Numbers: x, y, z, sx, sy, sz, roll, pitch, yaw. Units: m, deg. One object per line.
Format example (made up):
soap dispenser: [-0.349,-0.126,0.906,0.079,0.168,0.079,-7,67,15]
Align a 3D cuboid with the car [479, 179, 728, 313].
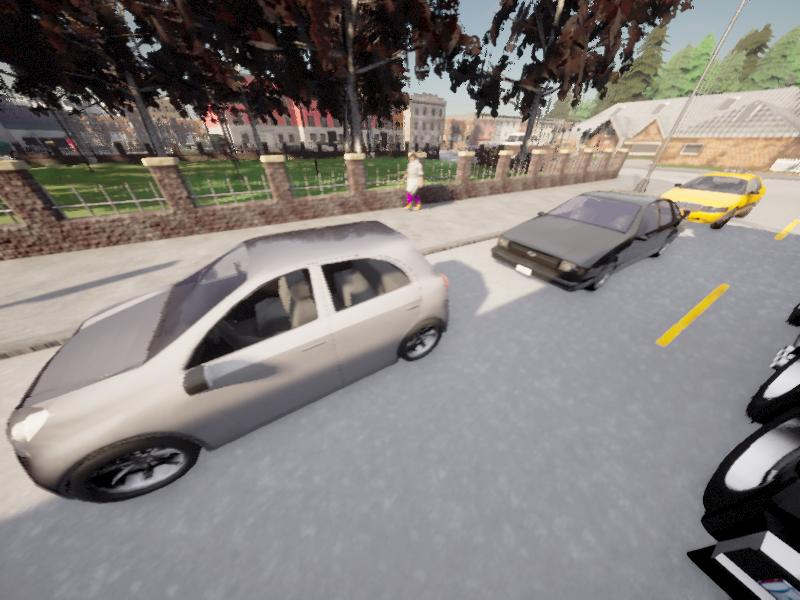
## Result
car: [4.605,-1.641,5.217,5.357,1.411,2.033,-18,39,-25]

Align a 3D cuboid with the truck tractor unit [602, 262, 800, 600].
truck tractor unit: [5.115,-0.293,0.797,6.516,4.208,3.053,-18,39,-25]

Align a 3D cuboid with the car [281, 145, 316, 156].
car: [-16.623,-24.602,37.953,4.892,1.490,1.837,-19,39,-25]

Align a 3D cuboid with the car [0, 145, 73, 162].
car: [-41.059,-16.665,26.273,3.806,1.475,1.970,-18,39,-24]

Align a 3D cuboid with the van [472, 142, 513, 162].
van: [12.091,-19.619,30.613,2.069,2.038,4.480,-18,39,-24]

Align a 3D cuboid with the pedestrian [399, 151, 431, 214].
pedestrian: [0.473,-4.084,8.054,0.751,1.860,0.751,-19,39,-25]

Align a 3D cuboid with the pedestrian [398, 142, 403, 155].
pedestrian: [0.108,-26.735,40.662,0.751,1.860,0.751,-4,35,-6]

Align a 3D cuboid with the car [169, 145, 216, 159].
car: [-28.679,-20.704,32.181,4.514,1.525,2.007,-18,39,-24]

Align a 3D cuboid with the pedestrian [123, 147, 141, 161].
pedestrian: [-30.799,-16.858,26.593,0.751,1.300,0.751,-18,39,-24]

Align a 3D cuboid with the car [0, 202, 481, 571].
car: [-1.261,0.132,2.480,3.633,1.501,1.845,-19,39,-26]

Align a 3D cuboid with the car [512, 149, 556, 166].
car: [15.190,-16.324,26.351,1.845,1.501,3.633,-18,39,-24]

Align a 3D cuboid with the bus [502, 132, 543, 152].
bus: [34.684,-44.751,65.483,10.273,4.253,3.944,-18,39,-24]

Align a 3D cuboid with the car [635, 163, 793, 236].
car: [11.039,-3.721,8.118,5.366,1.575,1.801,-18,39,-24]

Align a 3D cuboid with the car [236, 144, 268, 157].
car: [-22.452,-22.736,35.150,3.705,1.549,1.789,-18,39,-24]

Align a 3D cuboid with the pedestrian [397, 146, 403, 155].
pedestrian: [0.004,-25.404,39.236,0.751,1.300,0.751,-18,39,-24]

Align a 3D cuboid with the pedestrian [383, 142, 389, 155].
pedestrian: [-2.461,-26.203,39.868,0.751,1.860,0.751,-21,40,-28]
